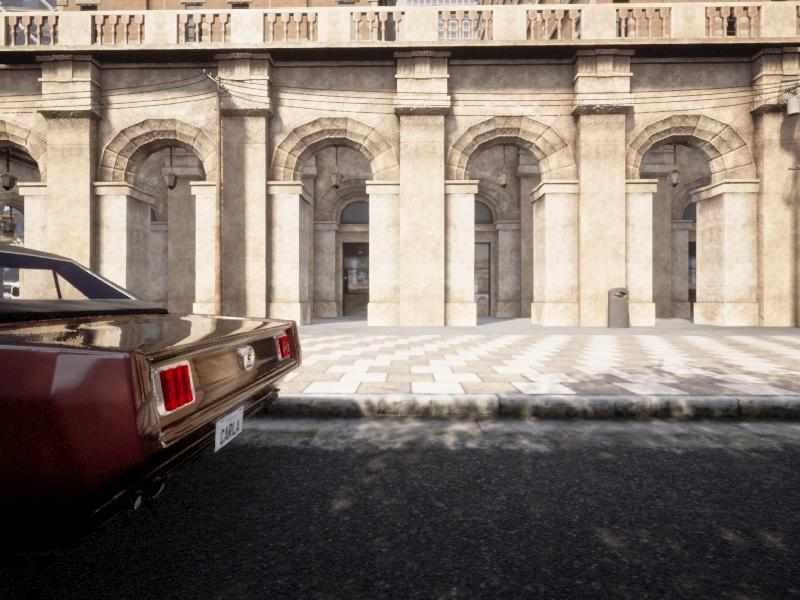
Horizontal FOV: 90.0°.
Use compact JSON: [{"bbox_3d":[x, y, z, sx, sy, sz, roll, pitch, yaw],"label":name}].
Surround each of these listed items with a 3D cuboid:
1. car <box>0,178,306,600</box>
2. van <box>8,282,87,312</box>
[{"bbox_3d":[-3.058,0.338,2.008,4.718,1.301,1.895,0,0,1],"label":"car"},{"bbox_3d":[-32.401,-0.278,37.096,1.988,2.561,5.915,0,0,1],"label":"van"}]
